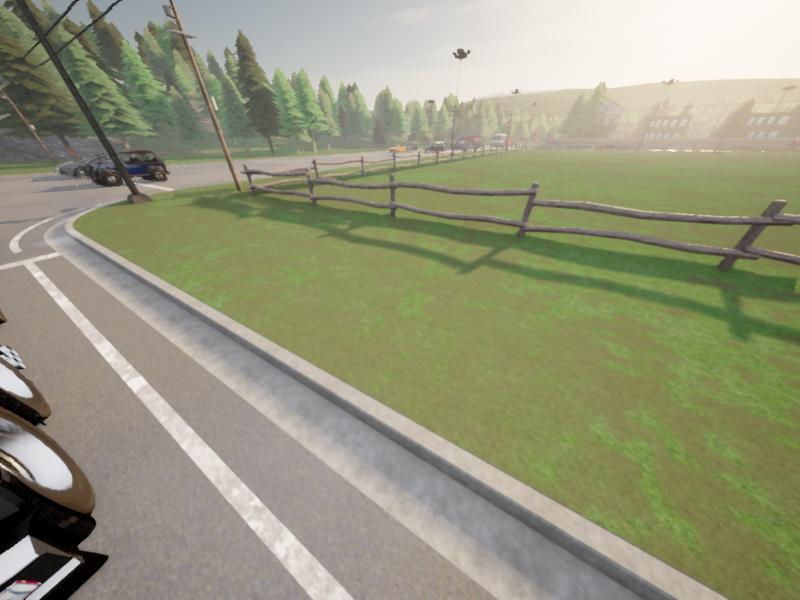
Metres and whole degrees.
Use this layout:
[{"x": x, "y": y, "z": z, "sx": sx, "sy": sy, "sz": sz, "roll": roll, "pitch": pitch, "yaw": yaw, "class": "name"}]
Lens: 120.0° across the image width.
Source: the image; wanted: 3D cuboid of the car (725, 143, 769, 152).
[{"x": 76.525, "y": -33.781, "z": 51.064, "sx": 5.008, "sy": 1.535, "sz": 1.882, "roll": 18, "pitch": 39, "yaw": 25, "class": "car"}]

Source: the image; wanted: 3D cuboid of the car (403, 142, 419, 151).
[{"x": 2.867, "y": -39.778, "z": 59.890, "sx": 1.932, "sy": 1.855, "sz": 4.605, "roll": 19, "pitch": 39, "yaw": 25, "class": "car"}]

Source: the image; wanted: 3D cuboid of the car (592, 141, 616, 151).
[{"x": 50.220, "y": -38.008, "z": 57.046, "sx": 3.866, "sy": 1.878, "sz": 1.905, "roll": 18, "pitch": 39, "yaw": 25, "class": "car"}]

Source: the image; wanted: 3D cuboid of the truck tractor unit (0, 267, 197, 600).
[{"x": -5.114, "y": -0.298, "z": 0.774, "sx": 6.516, "sy": 4.208, "sz": 3.053, "roll": 18, "pitch": 39, "yaw": 24, "class": "truck tractor unit"}]

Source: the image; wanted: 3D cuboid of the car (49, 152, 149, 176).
[{"x": -25.807, "y": -11.927, "z": 20.125, "sx": 1.837, "sy": 1.490, "sz": 4.892, "roll": 17, "pitch": 38, "yaw": 23, "class": "car"}]

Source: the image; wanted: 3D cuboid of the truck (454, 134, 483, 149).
[{"x": 21.082, "y": -48.760, "z": 71.050, "sx": 8.468, "sy": 3.827, "sz": 2.891, "roll": -19, "pitch": 39, "yaw": -25, "class": "truck"}]

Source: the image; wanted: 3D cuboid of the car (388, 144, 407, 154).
[{"x": -0.470, "y": -32.587, "z": 49.809, "sx": 1.882, "sy": 1.535, "sz": 5.008, "roll": 19, "pitch": 39, "yaw": 25, "class": "car"}]

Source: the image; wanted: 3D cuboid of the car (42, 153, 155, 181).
[{"x": -23.159, "y": -10.536, "z": 18.081, "sx": 2.128, "sy": 1.511, "sz": 4.902, "roll": 17, "pitch": 38, "yaw": 23, "class": "car"}]

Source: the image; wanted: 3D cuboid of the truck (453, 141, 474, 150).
[{"x": 18.434, "y": -44.656, "z": 66.651, "sx": 6.274, "sy": 2.098, "sz": 2.390, "roll": -28, "pitch": 43, "yaw": -34, "class": "truck"}]

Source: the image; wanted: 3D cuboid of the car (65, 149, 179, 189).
[{"x": -17.327, "y": -8.469, "z": 14.721, "sx": 1.905, "sy": 1.878, "sz": 3.866, "roll": 16, "pitch": 38, "yaw": 23, "class": "car"}]

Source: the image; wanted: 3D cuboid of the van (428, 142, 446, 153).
[{"x": 8.003, "y": -33.115, "z": 50.084, "sx": 2.069, "sy": 2.038, "sz": 4.480, "roll": 19, "pitch": 39, "yaw": 25, "class": "van"}]

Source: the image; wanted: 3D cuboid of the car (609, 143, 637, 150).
[{"x": 57.834, "y": -39.944, "z": 60.145, "sx": 4.792, "sy": 1.488, "sz": 2.163, "roll": 18, "pitch": 39, "yaw": 25, "class": "car"}]

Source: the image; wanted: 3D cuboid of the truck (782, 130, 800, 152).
[{"x": 85.482, "y": -31.763, "z": 46.073, "sx": 8.468, "sy": 3.827, "sz": 2.891, "roll": 18, "pitch": 39, "yaw": 25, "class": "truck"}]

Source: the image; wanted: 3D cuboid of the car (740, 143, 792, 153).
[{"x": 75.911, "y": -31.678, "z": 48.023, "sx": 5.366, "sy": 1.575, "sz": 1.801, "roll": 18, "pitch": 39, "yaw": 25, "class": "car"}]

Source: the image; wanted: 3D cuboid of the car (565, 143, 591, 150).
[{"x": 47.548, "y": -41.106, "z": 61.745, "sx": 5.238, "sy": 1.638, "sz": 1.930, "roll": 18, "pitch": 39, "yaw": 25, "class": "car"}]

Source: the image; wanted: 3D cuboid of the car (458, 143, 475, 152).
[{"x": 16.050, "y": -36.715, "z": 55.636, "sx": 2.242, "sy": 1.667, "sz": 4.611, "roll": 19, "pitch": 40, "yaw": 25, "class": "car"}]
